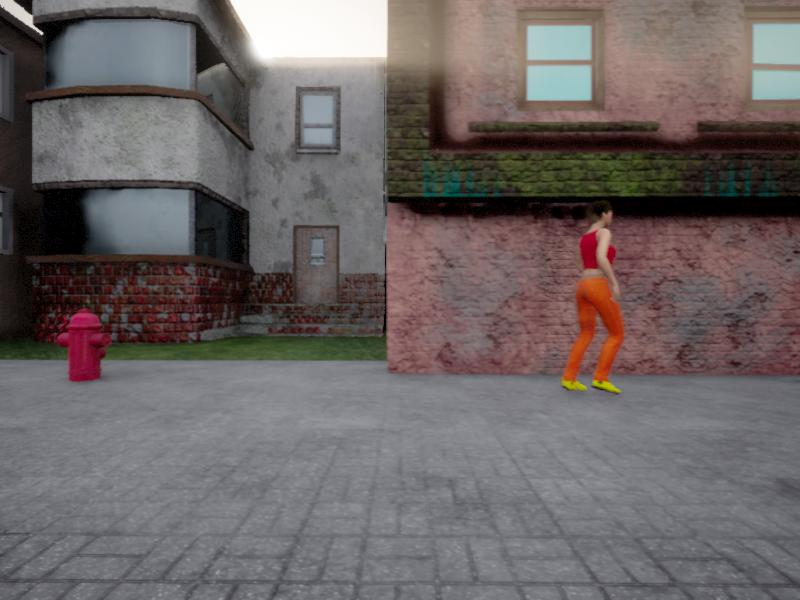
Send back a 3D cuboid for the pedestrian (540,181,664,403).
[{"bbox_3d":[1.861,-0.065,3.779,0.751,1.860,0.751,0,0,-9],"label":"pedestrian"}]
